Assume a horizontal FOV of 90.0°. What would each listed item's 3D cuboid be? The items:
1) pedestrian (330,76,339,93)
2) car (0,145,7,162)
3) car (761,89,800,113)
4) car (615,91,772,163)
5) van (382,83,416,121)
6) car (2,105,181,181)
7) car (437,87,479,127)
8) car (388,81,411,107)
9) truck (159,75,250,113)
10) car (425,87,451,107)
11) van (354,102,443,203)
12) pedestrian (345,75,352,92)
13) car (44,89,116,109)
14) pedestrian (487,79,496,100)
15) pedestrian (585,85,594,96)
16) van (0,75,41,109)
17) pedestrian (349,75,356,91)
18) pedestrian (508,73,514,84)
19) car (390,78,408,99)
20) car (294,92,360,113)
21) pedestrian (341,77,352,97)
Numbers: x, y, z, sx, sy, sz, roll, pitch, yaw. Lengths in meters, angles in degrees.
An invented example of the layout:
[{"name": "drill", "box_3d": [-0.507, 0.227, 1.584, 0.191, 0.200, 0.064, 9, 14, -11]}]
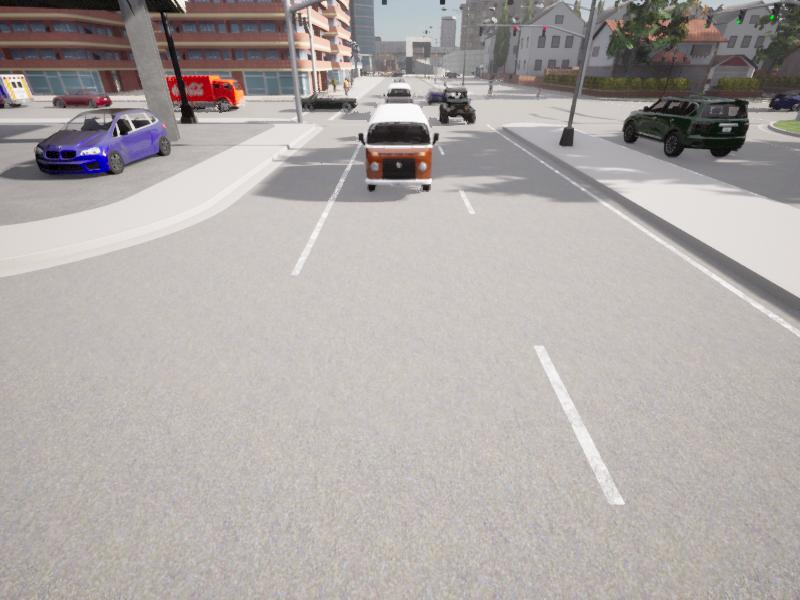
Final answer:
[{"name": "pedestrian", "box_3d": [-8.035, -26.501, 49.180, 0.751, 1.860, 0.751, 0, 30, -1]}, {"name": "car", "box_3d": [-15.484, -4.847, 12.748, 1.970, 1.475, 3.806, 0, 30, 0]}, {"name": "car", "box_3d": [31.501, -15.403, 30.930, 4.792, 1.488, 2.163, 0, 30, 0]}, {"name": "car", "box_3d": [11.467, -7.246, 16.400, 2.150, 2.045, 5.566, 0, 30, 0]}, {"name": "van", "box_3d": [-0.051, -13.409, 26.966, 2.069, 2.038, 4.480, 0, 30, 0]}, {"name": "car", "box_3d": [-9.740, -5.374, 13.332, 2.242, 1.667, 4.611, 0, 30, 0]}, {"name": "car", "box_3d": [3.451, -11.887, 24.501, 1.905, 1.878, 3.866, 0, 30, 0]}, {"name": "car", "box_3d": [-0.066, -18.760, 36.287, 1.932, 1.855, 4.605, 0, 30, 0]}, {"name": "truck", "box_3d": [-14.762, -15.800, 30.632, 5.204, 2.467, 2.627, -1, 30, -1]}, {"name": "car", "box_3d": [3.434, -18.622, 36.627, 1.895, 1.301, 4.718, 0, 30, 0]}, {"name": "van", "box_3d": [-0.035, -4.513, 11.724, 2.069, 2.038, 4.480, 0, 30, 0]}, {"name": "pedestrian", "box_3d": [-6.710, -28.207, 52.132, 0.751, 1.860, 0.751, -4, 30, -6]}, {"name": "car", "box_3d": [-26.862, -16.976, 33.736, 4.181, 1.385, 1.994, 0, 30, 0]}, {"name": "pedestrian", "box_3d": [9.439, -21.753, 41.381, 0.751, 1.860, 0.751, 6, 31, 10]}, {"name": "pedestrian", "box_3d": [21.206, -23.407, 44.684, 0.500, 1.100, 0.500, -1, 30, -2]}, {"name": "van", "box_3d": [-34.633, -17.367, 33.356, 6.366, 2.431, 2.351, -1, 30, -1]}, {"name": "pedestrian", "box_3d": [-6.477, -29.478, 54.309, 0.751, 1.860, 0.751, -6, 31, -10]}, {"name": "pedestrian", "box_3d": [21.128, -42.297, 76.265, 0.751, 1.860, 0.751, 0, 30, 1]}, {"name": "car", "box_3d": [-0.078, -23.990, 45.238, 1.932, 1.855, 4.605, 0, 31, 0]}, {"name": "car", "box_3d": [-5.597, -15.364, 31.046, 4.718, 1.301, 1.895, 0, 30, -1]}, {"name": "pedestrian", "box_3d": [-5.847, -23.162, 43.492, 0.751, 1.860, 0.751, 26, 39, 37]}]
